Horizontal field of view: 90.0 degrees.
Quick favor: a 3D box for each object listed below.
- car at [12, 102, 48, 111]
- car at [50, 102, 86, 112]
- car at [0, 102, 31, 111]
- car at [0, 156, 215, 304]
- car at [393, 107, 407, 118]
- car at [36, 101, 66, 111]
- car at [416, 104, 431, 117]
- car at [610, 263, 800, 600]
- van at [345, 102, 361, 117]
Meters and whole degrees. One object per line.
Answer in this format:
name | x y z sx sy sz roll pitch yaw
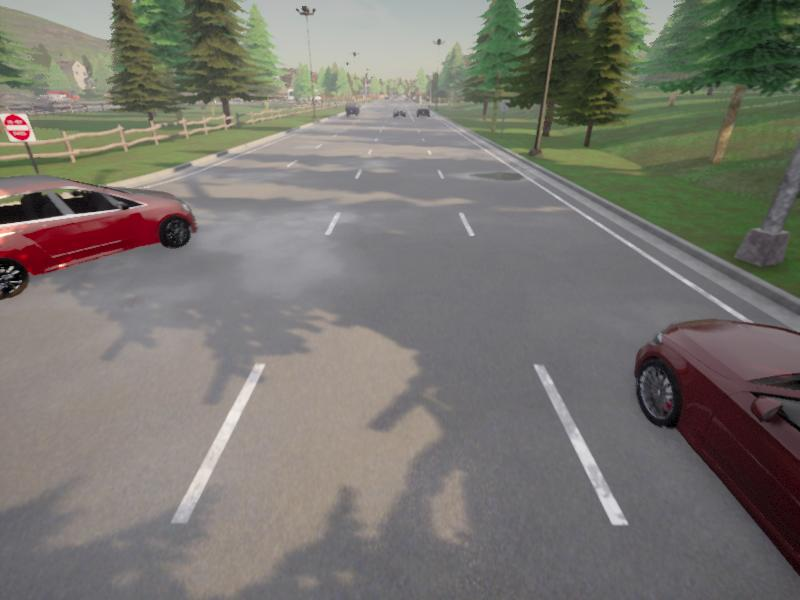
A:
car | -68.149 -35.719 73.765 2.163 1.488 4.792 0 27 0
car | -61.152 -35.685 73.845 2.033 1.411 5.357 0 27 0
car | -71.651 -35.849 74.169 1.895 1.301 4.718 0 27 0
car | -6.513 -1.574 7.789 2.242 1.667 4.611 17 32 28
car | -0.029 -27.514 58.709 1.895 1.301 4.718 0 27 0
car | -64.653 -35.946 74.185 1.851 1.617 3.988 0 27 0
car | 3.471 -28.784 60.839 1.930 1.638 5.238 0 27 0
car | 3.496 1.320 2.513 1.812 1.442 4.674 0 27 0
van | -7.028 -28.548 59.889 1.775 1.987 4.442 0 27 0
